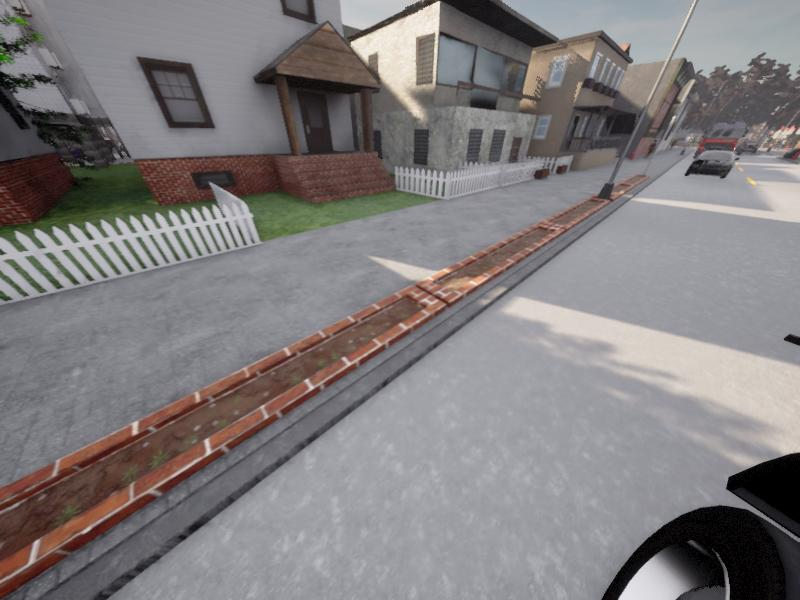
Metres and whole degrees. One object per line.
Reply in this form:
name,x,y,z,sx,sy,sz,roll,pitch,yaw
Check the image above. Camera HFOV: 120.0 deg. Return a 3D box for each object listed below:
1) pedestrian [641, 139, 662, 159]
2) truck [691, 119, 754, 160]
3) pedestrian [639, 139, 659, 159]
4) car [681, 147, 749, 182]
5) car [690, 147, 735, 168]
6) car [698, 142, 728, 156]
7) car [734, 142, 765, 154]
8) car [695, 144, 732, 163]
pedestrian,28.413,-17.044,26.129,0.751,1.860,0.751,-18,39,-24
truck,40.901,-20.495,29.543,8.468,3.827,2.891,-28,44,-33
pedestrian,28.774,-17.470,26.729,0.751,1.860,0.751,-21,41,-27
car,21.228,-9.360,15.709,5.238,1.638,1.930,-28,44,-34
car,29.595,-13.601,21.933,4.181,1.385,1.994,-28,44,-33
car,47.376,-22.918,34.993,4.792,1.488,2.163,-28,44,-33
car,58.131,-25.432,38.515,4.974,1.542,2.038,-28,44,-33
car,34.570,-16.262,25.530,3.705,1.549,1.789,-28,44,-33
